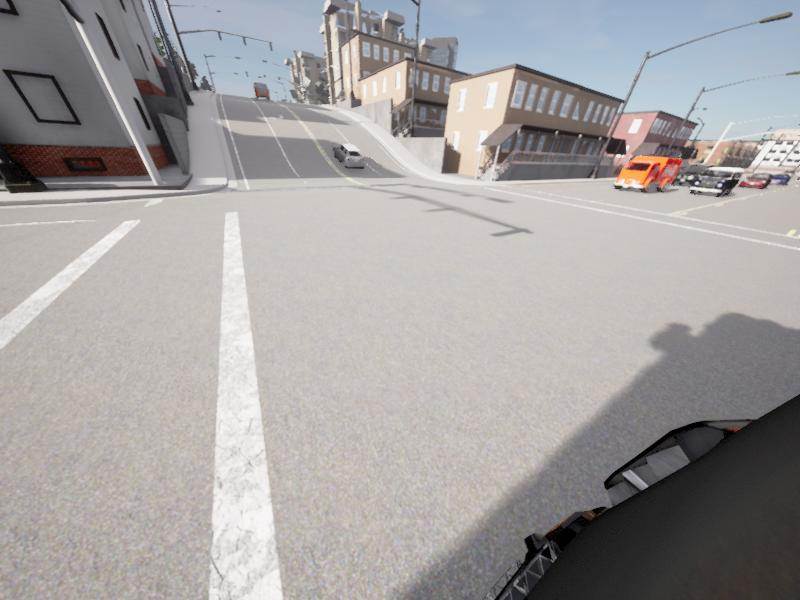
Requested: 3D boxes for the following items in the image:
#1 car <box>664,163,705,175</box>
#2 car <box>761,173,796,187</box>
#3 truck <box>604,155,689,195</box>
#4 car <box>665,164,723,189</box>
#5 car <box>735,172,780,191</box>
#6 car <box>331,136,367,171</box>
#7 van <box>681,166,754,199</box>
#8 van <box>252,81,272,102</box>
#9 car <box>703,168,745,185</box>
[{"bbox_3d":[67.912,-31.547,55.364,2.150,2.045,5.566,-16,38,-26],"label":"car"},{"bbox_3d":[55.429,-17.628,33.834,4.674,1.442,1.812,-16,38,-26],"label":"car"},{"bbox_3d":[20.164,-10.277,18.952,5.204,2.467,2.627,-14,37,-26],"label":"truck"},{"bbox_3d":[31.919,-13.482,25.100,5.566,2.045,2.150,-16,38,-25],"label":"car"},{"bbox_3d":[41.182,-13.710,26.607,3.988,1.617,1.851,-16,38,-26],"label":"car"},{"bbox_3d":[-4.734,-13.418,21.151,1.970,1.475,3.806,-16,55,-27],"label":"car"},{"bbox_3d":[25.485,-9.494,18.568,4.480,2.038,2.069,-15,38,-26],"label":"van"},{"bbox_3d":[-20.348,-30.641,33.959,1.775,1.987,4.442,-15,46,-26],"label":"van"},{"bbox_3d":[43.675,-16.699,31.159,4.553,1.767,2.097,-15,38,-26],"label":"car"}]
